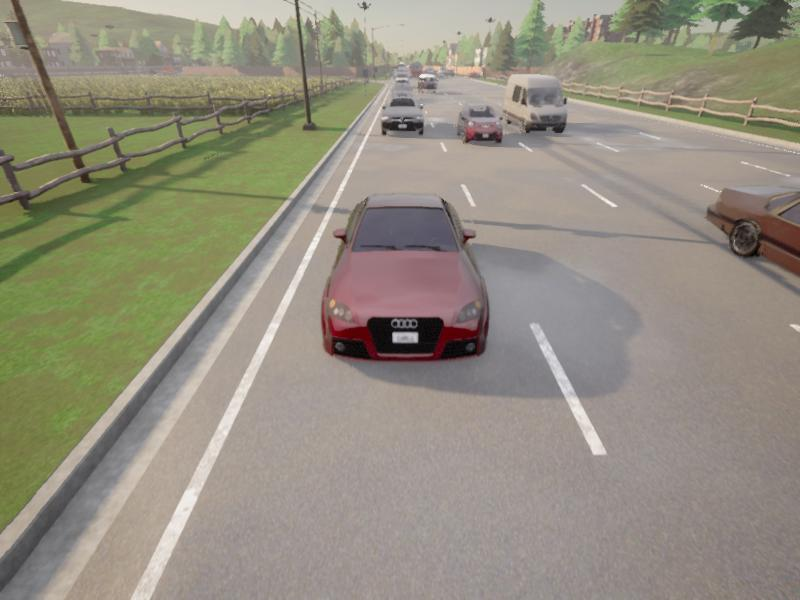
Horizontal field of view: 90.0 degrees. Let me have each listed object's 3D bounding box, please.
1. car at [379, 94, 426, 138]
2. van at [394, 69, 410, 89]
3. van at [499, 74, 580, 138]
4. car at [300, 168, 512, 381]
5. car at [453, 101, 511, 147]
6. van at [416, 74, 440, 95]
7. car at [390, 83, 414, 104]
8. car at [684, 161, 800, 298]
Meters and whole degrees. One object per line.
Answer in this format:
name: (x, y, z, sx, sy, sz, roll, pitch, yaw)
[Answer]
car: (0.131, -9.718, 20.911, 2.152, 1.651, 5.027, 0, 30, 0)
van: (0.307, -33.975, 61.414, 2.351, 2.431, 6.366, 0, 31, 0)
van: (7.162, -10.542, 21.412, 1.988, 2.561, 5.915, -1, 31, -1)
car: (0.065, -0.762, 5.909, 1.994, 1.385, 4.181, 0, 31, 0)
car: (3.618, -8.124, 18.291, 1.845, 1.501, 3.633, 0, 30, 0)
van: (3.315, -25.890, 48.038, 2.069, 2.038, 4.480, -2, 30, -5)
car: (0.206, -19.639, 37.940, 2.163, 1.488, 4.792, 0, 30, 0)
car: (7.063, -0.740, 5.860, 2.033, 1.411, 5.357, 0, 30, 0)
